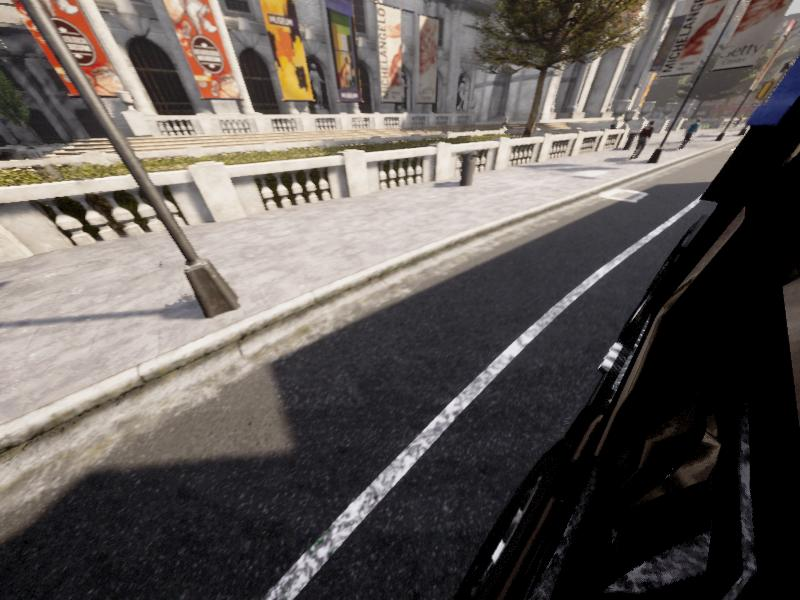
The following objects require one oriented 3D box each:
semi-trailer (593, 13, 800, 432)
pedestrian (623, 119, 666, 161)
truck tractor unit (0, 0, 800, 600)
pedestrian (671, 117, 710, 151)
[{"bbox_3d":[8.980,-3.372,3.966,14.254,4.402,2.717,-25,42,-27],"label":"semi-trailer"},{"bbox_3d":[13.816,-9.068,13.119,0.751,1.860,0.751,-19,40,-21],"label":"pedestrian"},{"bbox_3d":[2.645,-0.295,0.352,6.516,4.208,3.053,-28,44,-30],"label":"truck tractor unit"},{"bbox_3d":[20.247,-11.577,16.140,0.751,1.860,0.751,-18,40,-20],"label":"pedestrian"}]
